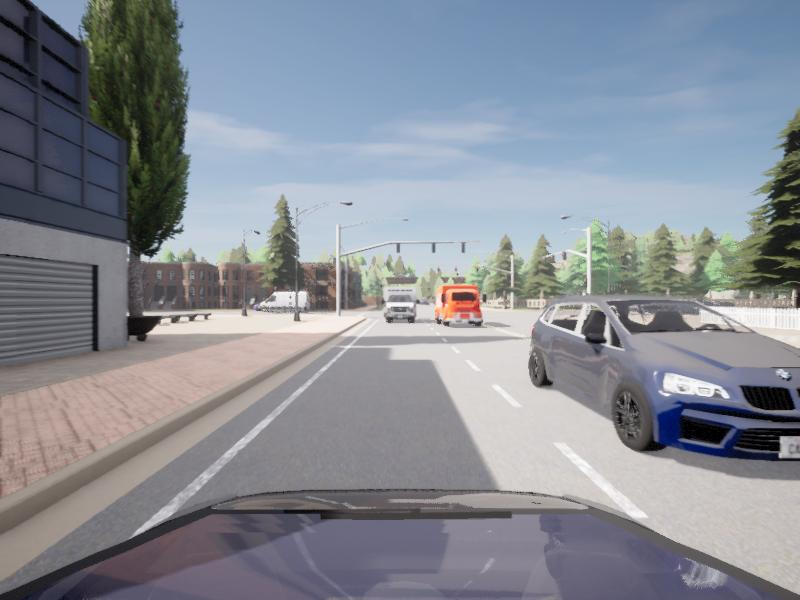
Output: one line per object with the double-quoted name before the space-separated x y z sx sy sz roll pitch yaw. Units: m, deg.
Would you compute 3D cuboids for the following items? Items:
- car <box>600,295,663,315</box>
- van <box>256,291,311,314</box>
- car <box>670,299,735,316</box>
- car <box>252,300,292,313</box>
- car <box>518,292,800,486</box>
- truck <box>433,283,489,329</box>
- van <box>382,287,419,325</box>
"car" 24.914 0.545 43.148 5.566 2.045 2.150 0 0 0
"van" -13.665 0.297 47.082 5.915 2.561 1.988 0 0 0
"car" 29.874 0.756 39.645 4.856 1.649 2.033 0 0 0
"car" -16.134 0.801 50.561 4.514 1.525 2.007 0 0 0
"car" 3.499 0.750 5.749 2.242 1.667 4.611 0 0 0
"truck" 3.512 0.350 24.200 2.627 2.467 5.204 0 0 0
"van" 0.012 0.362 28.791 2.351 2.431 6.366 0 0 0
